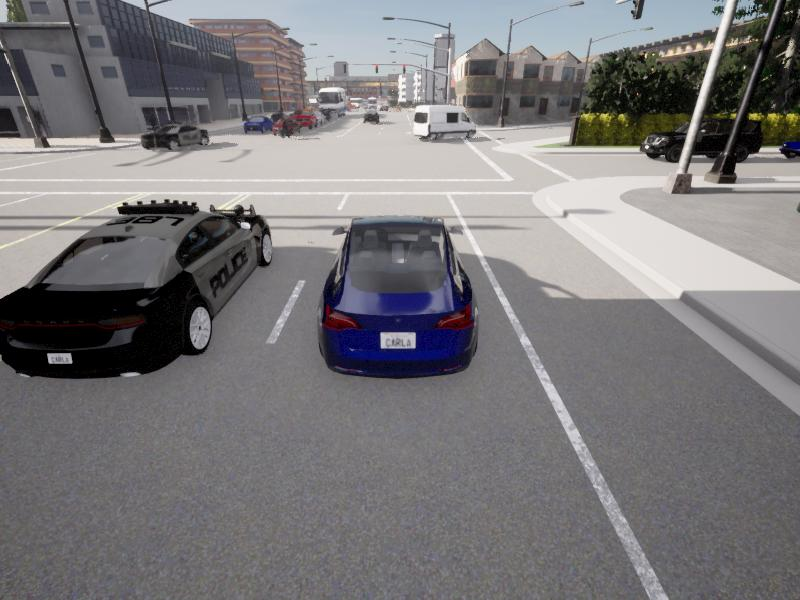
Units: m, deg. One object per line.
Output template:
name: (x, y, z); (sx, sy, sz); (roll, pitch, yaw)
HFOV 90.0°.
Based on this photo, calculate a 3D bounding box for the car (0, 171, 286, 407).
car: (-3.525, -0.752, 6.335); (1.930, 1.638, 5.238); (0, 27, 0)

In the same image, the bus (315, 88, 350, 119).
bus: (-10.816, -32.432, 65.681); (3.944, 4.253, 10.273); (0, 28, 0)

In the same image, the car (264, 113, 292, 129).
car: (-14.308, -21.156, 47.174); (1.837, 1.490, 4.892); (0, 27, 0)

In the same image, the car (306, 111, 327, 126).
car: (-10.839, -23.678, 52.104); (1.812, 1.442, 4.674); (0, 27, 0)

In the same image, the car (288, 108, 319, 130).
car: (-10.793, -20.501, 45.272); (2.150, 2.045, 5.566); (0, 27, 0)

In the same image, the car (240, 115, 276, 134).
car: (-14.270, -17.805, 40.483); (1.882, 1.535, 5.008); (0, 27, 0)

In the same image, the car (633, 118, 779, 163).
car: (15.942, -8.466, 21.182); (5.566, 2.045, 2.150); (0, 26, 0)

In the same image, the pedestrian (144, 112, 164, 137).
pedestrian: (-20.804, -14.864, 33.907); (0.751, 1.860, 0.751); (2, 26, 3)

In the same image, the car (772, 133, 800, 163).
car: (23.275, -8.123, 21.336); (4.718, 1.301, 1.895); (0, 26, 0)

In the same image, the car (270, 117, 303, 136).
car: (-10.726, -16.535, 38.052); (1.812, 1.442, 4.674); (0, 27, 0)

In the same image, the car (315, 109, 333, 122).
car: (-10.876, -26.557, 57.571); (1.816, 1.474, 4.193); (0, 28, 0)

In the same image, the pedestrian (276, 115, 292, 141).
pedestrian: (-9.399, -13.983, 32.453); (0.751, 1.860, 0.751); (21, 33, 36)

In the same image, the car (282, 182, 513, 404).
car: (-0.033, -0.602, 6.211); (2.163, 1.488, 4.792); (0, 27, 0)

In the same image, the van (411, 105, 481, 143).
van: (3.823, -14.563, 32.897); (5.915, 2.561, 1.988); (-20, 33, -35)

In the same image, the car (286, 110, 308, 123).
car: (-14.377, -25.760, 56.173); (1.994, 1.385, 4.181); (-1, 28, -1)

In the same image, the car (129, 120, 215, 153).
car: (-14.972, -10.998, 26.752); (1.930, 1.638, 5.238); (6, 27, 10)

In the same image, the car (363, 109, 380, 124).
car: (-3.862, -25.139, 54.808); (1.882, 1.535, 5.008); (0, 28, 0)

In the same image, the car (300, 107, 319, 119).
car: (-14.422, -30.017, 64.018); (1.882, 1.535, 5.008); (0, 28, 0)
